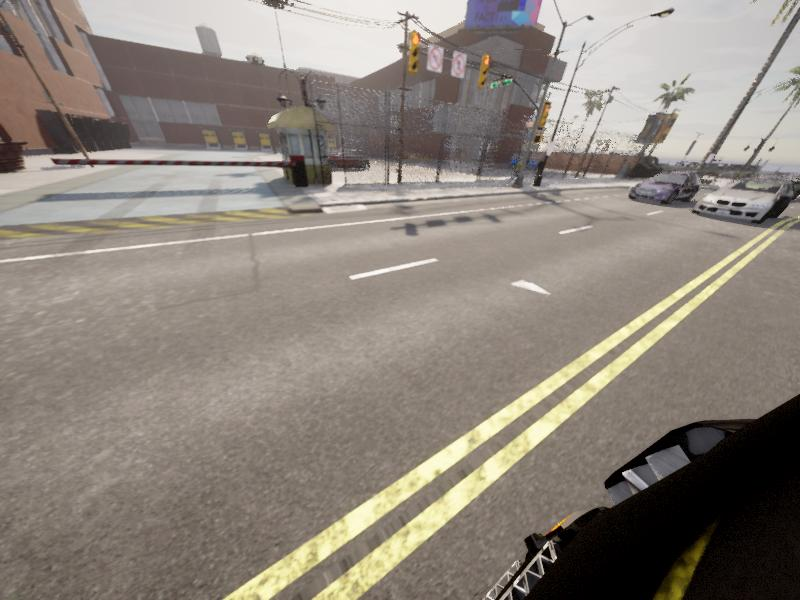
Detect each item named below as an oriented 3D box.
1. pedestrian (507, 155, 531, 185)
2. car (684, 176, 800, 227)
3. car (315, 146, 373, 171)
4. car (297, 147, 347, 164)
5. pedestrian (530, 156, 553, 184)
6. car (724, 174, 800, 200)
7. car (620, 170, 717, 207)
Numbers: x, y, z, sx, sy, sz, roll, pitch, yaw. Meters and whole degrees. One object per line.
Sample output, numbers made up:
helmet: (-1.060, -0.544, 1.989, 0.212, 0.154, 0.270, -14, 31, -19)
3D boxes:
pedestrian: (8.622, -9.405, 16.741, 0.751, 1.860, 0.751, -15, 38, -25)
car: (16.532, -4.840, 10.989, 4.611, 1.667, 2.242, -14, 37, -23)
car: (-5.086, -13.042, 21.340, 4.553, 1.767, 2.185, -16, 38, -26)
car: (-8.961, -16.701, 26.760, 5.008, 1.535, 2.097, -16, 38, -26)
pedestrian: (11.046, -10.162, 18.066, 0.751, 1.860, 0.751, -21, 41, -32)
car: (29.187, -8.882, 18.174, 4.514, 1.525, 2.007, -3, 34, -9)
car: (16.479, -6.963, 14.212, 4.856, 1.649, 2.033, -13, 37, -23)
